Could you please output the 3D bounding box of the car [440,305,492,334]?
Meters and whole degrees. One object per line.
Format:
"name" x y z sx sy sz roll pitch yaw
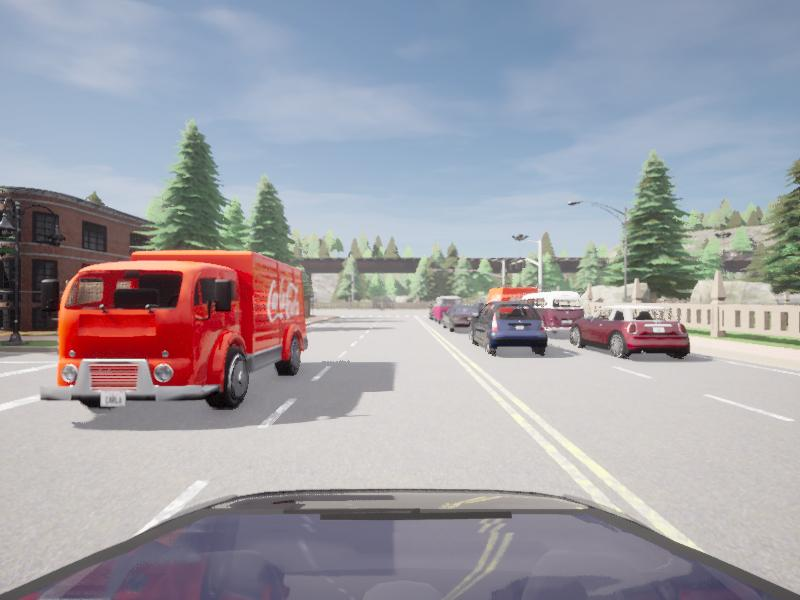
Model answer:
"car" 3.499 1.007 22.396 2.033 1.411 5.357 0 0 0

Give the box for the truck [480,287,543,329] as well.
"truck" 6.999 0.485 25.818 2.627 2.467 5.204 0 0 0

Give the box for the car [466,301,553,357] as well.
"car" 3.500 0.858 13.576 1.851 1.617 3.988 0 0 0

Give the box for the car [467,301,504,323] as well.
"car" 6.994 0.943 33.316 2.033 1.649 4.856 0 0 0

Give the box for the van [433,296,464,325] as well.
"van" 3.495 0.745 29.500 1.775 1.987 4.442 0 0 0

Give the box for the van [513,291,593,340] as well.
"van" 6.998 0.667 18.877 2.069 2.038 4.480 0 0 0

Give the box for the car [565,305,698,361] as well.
"car" 6.999 0.918 12.627 1.970 1.475 3.806 0 0 0

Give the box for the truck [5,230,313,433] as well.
"truck" -3.501 0.398 7.484 2.627 2.467 5.204 0 0 0
